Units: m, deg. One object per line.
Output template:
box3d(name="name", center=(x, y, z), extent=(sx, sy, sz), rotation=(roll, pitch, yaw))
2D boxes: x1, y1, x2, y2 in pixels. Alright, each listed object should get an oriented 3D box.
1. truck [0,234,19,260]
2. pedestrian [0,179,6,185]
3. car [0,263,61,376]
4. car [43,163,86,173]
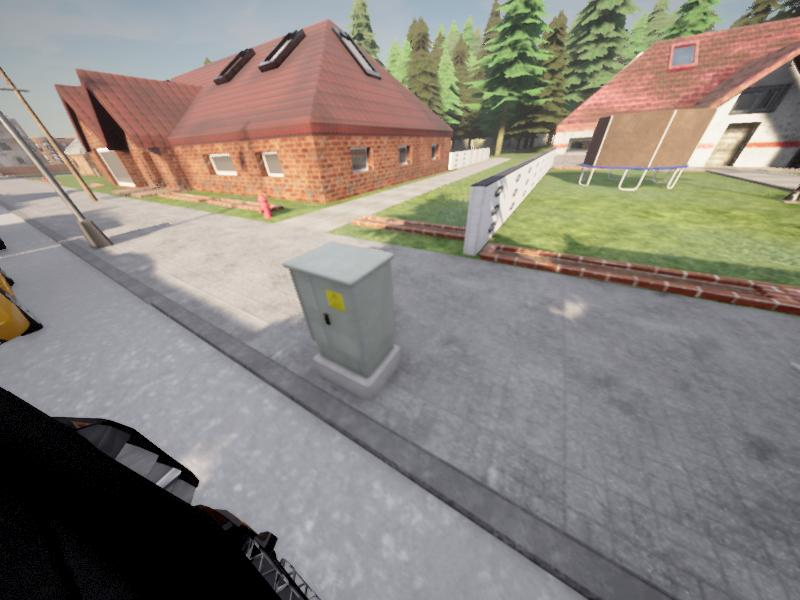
box3d(name="truck", center=(-13.756, -2.275, 6.243), extent=(6.274, 2.098, 2.390), rotation=(17, 38, 26))
box3d(name="pedestrian", center=(-42.557, -12.940, 23.984), extent=(0.751, 1.860, 0.751), rotation=(16, 38, 26))
box3d(name="car", center=(-7.244, -0.125, 3.121), extent=(5.008, 1.535, 1.882), rotation=(16, 38, 26))
box3d(name="car", center=(-77.360, -30.552, 53.408), extent=(1.801, 1.575, 5.366), rotation=(16, 38, 26))
